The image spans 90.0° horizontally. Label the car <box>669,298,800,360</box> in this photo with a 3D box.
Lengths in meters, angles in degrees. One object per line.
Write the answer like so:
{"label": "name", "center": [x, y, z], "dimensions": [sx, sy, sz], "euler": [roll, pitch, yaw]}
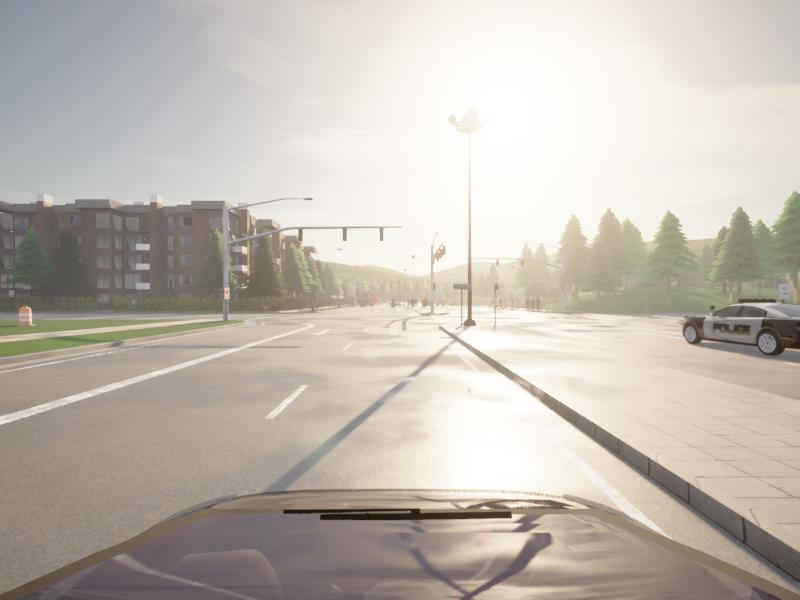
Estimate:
{"label": "car", "center": [11.476, 0.771, 13.033], "dimensions": [1.930, 1.638, 5.238], "euler": [0, 0, 0]}

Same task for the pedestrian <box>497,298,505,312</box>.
{"label": "pedestrian", "center": [13.297, 0.637, 52.518], "dimensions": [0.751, 1.860, 0.751], "euler": [0, 0, -10]}

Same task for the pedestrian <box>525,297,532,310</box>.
{"label": "pedestrian", "center": [18.501, 0.473, 57.560], "dimensions": [0.751, 1.860, 0.751], "euler": [0, 0, 4]}

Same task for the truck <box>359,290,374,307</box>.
{"label": "truck", "center": [-7.822, -0.325, 93.648], "dimensions": [2.891, 3.827, 8.468], "euler": [0, 0, -1]}

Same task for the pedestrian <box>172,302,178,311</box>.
{"label": "pedestrian", "center": [-28.510, 0.865, 50.694], "dimensions": [0.500, 1.100, 0.500], "euler": [0, 0, 0]}

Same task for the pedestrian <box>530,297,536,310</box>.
{"label": "pedestrian", "center": [18.081, 0.473, 54.418], "dimensions": [0.751, 1.860, 0.751], "euler": [0, 0, 15]}

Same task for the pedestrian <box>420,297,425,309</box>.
{"label": "pedestrian", "center": [3.688, 0.485, 64.871], "dimensions": [0.751, 1.860, 0.751], "euler": [0, 0, 2]}

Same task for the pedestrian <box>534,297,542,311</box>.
{"label": "pedestrian", "center": [18.624, 0.473, 53.936], "dimensions": [0.751, 1.860, 0.751], "euler": [0, 0, -37]}

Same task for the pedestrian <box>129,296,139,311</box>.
{"label": "pedestrian", "center": [-33.610, 0.485, 50.573], "dimensions": [0.751, 1.860, 0.751], "euler": [0, 0, 2]}
